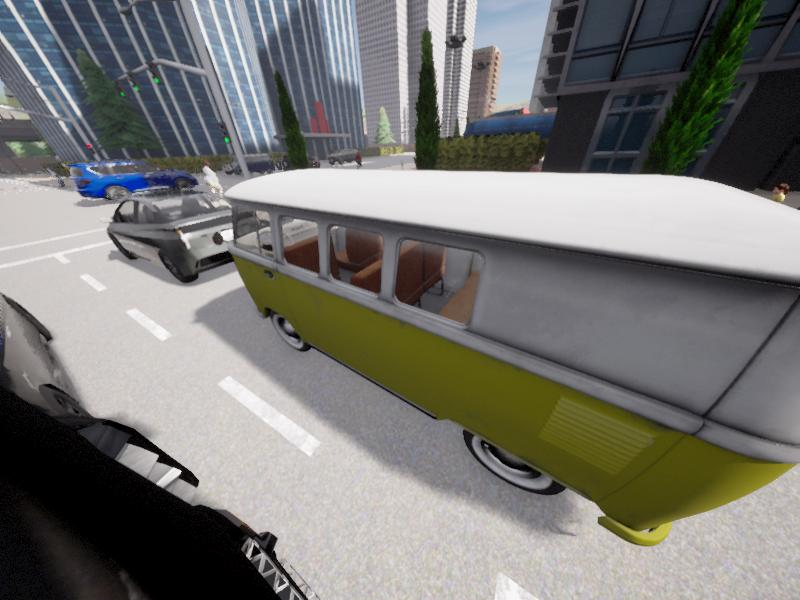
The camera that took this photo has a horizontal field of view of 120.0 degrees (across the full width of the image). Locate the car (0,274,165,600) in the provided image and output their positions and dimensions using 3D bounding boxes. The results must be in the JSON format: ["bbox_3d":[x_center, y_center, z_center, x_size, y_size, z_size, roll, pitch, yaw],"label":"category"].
[{"bbox_3d":[-4.384,0.739,1.717,4.514,1.525,2.007,16,38,26],"label":"car"}]

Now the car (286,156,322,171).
[{"bbox_3d":[-12.918,-18.666,31.432,1.816,1.474,4.193,16,38,25],"label":"car"}]

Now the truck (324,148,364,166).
[{"bbox_3d":[-8.848,-23.086,37.208,2.390,2.098,6.274,16,38,25],"label":"truck"}]

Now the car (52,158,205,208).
[{"bbox_3d":[-16.321,-7.542,14.489,2.150,2.045,5.566,16,38,25],"label":"car"}]

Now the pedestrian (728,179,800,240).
[{"bbox_3d":[7.904,-1.926,4.918,0.500,1.100,0.500,14,37,23],"label":"pedestrian"}]

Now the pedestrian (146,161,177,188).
[{"bbox_3d":[-19.287,-10.151,18.728,0.751,1.860,0.751,9,35,17],"label":"pedestrian"}]

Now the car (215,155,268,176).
[{"bbox_3d":[-19.147,-16.462,28.201,1.932,1.855,4.605,16,38,25],"label":"car"}]

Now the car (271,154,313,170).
[{"bbox_3d":[-15.490,-20.069,33.582,2.152,1.651,5.027,16,38,25],"label":"car"}]

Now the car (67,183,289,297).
[{"bbox_3d":[-5.210,-1.743,5.494,4.514,1.525,2.007,16,38,26],"label":"car"}]

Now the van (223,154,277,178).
[{"bbox_3d":[-16.603,-15.141,25.947,1.775,1.987,4.442,16,38,25],"label":"van"}]

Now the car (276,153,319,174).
[{"bbox_3d":[-11.832,-15.998,26.984,1.905,1.878,3.866,16,38,25],"label":"car"}]

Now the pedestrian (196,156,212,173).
[{"bbox_3d":[-25.943,-17.965,30.624,0.751,1.860,0.751,16,38,25],"label":"pedestrian"}]

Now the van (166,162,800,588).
[{"bbox_3d":[-0.016,-0.227,2.444,4.442,1.987,1.775,19,39,29],"label":"van"}]

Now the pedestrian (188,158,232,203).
[{"bbox_3d":[-9.102,-5.742,11.137,0.751,1.860,0.751,13,37,22],"label":"pedestrian"}]

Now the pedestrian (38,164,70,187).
[{"bbox_3d":[-33.095,-11.958,22.125,0.751,1.860,0.751,10,36,19],"label":"pedestrian"}]

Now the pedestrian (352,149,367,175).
[{"bbox_3d":[-3.472,-11.874,19.932,0.751,1.860,0.751,14,37,23],"label":"pedestrian"}]
